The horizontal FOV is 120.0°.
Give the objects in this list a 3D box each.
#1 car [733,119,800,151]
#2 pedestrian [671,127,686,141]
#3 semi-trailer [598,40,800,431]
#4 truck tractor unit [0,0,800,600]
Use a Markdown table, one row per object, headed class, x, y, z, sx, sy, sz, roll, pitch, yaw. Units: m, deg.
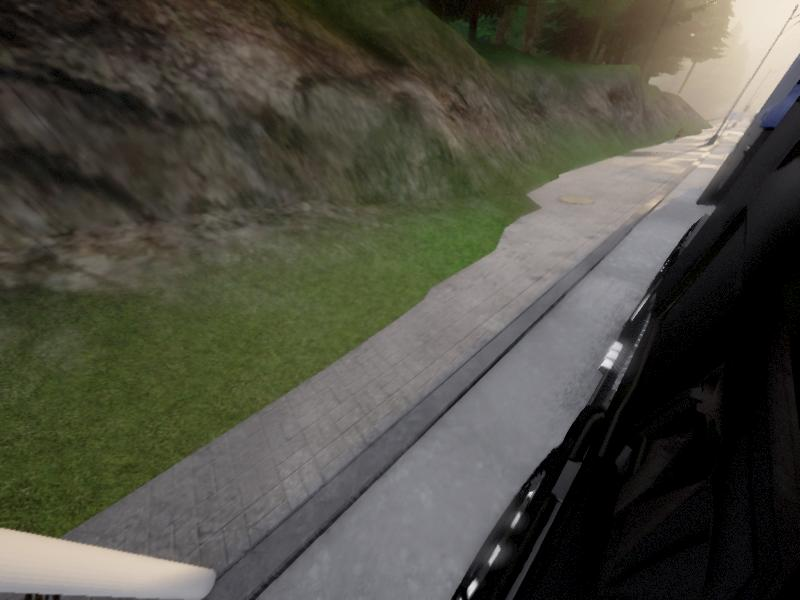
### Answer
| class | x | y | z | sx | sy | sz | roll | pitch | yaw |
| --- | --- | --- | --- | --- | --- | --- | --- | --- | --- |
| car | 27.141 | -12.266 | 17.080 | 4.611 | 1.667 | 2.242 | -28 | 44 | -30 |
| pedestrian | 27.263 | -16.213 | 22.619 | 0.500 | 1.100 | 0.500 | 25 | 45 | 32 |
| semi-trailer | 8.702 | -3.591 | 4.241 | 14.254 | 4.402 | 2.717 | -28 | 44 | -30 |
| truck tractor unit | 2.645 | -0.295 | 0.351 | 6.516 | 4.208 | 3.053 | -28 | 44 | -30 |
